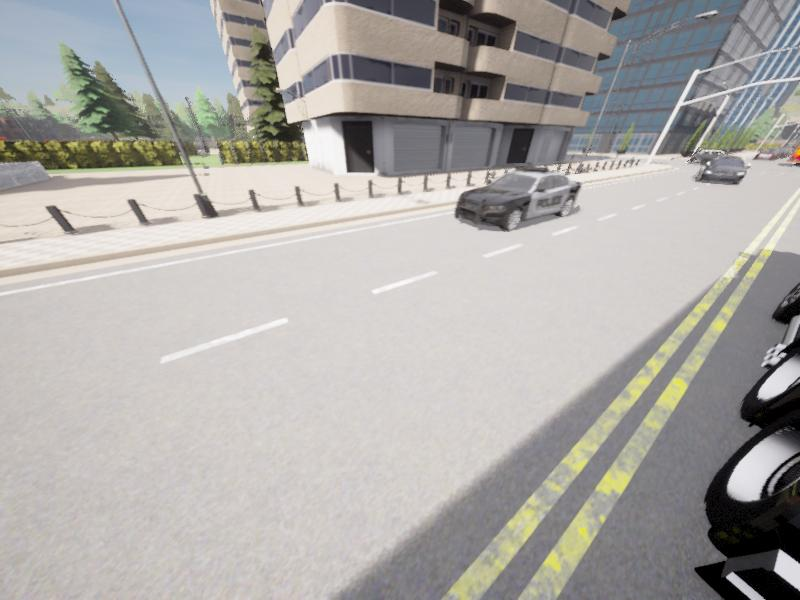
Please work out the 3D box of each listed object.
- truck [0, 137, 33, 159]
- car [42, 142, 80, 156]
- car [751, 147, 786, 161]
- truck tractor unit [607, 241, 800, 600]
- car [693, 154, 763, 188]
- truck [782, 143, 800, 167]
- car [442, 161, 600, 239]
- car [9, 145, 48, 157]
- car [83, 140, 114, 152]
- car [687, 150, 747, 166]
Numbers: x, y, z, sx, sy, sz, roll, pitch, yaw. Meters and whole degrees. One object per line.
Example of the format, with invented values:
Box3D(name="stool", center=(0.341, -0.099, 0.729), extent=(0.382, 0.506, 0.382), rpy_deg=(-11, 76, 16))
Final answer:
Box3D(name="truck", center=(-56.115, -21.324, 32.369), extent=(2.627, 2.467, 5.204), rpy_deg=(-20, 39, -26))
Box3D(name="car", center=(-56.820, -25.431, 38.838), extent=(1.905, 1.878, 3.866), rpy_deg=(-20, 39, -26))
Box3D(name="car", center=(56.900, -22.555, 35.676), extent=(4.856, 1.649, 2.033), rpy_deg=(-20, 39, -26))
Box3D(name="truck tractor unit", center=(5.071, -0.336, 0.848), extent=(6.516, 4.208, 3.053), rpy_deg=(-20, 39, -26))
Box3D(name="car", center=(22.033, -8.924, 15.771), extent=(4.974, 1.542, 2.038), rpy_deg=(-29, 44, -35))
Box3D(name="truck", center=(49.474, -16.781, 25.289), extent=(8.468, 3.827, 2.891), rpy_deg=(-2, 35, -3))
Box3D(name="car", center=(4.170, -3.663, 7.938), extent=(5.238, 1.638, 1.930), rpy_deg=(-20, 39, -26))
Box3D(name="car", center=(-59.599, -24.074, 37.154), extent=(1.845, 1.501, 3.633), rpy_deg=(-20, 39, -26))
Box3D(name="car", center=(-65.951, -33.732, 50.647), extent=(2.150, 2.045, 5.566), rpy_deg=(-20, 39, -26))
Box3D(name="car", center=(38.098, -17.271, 27.973), extent=(3.806, 1.475, 1.970), rpy_deg=(26, 42, 33))
